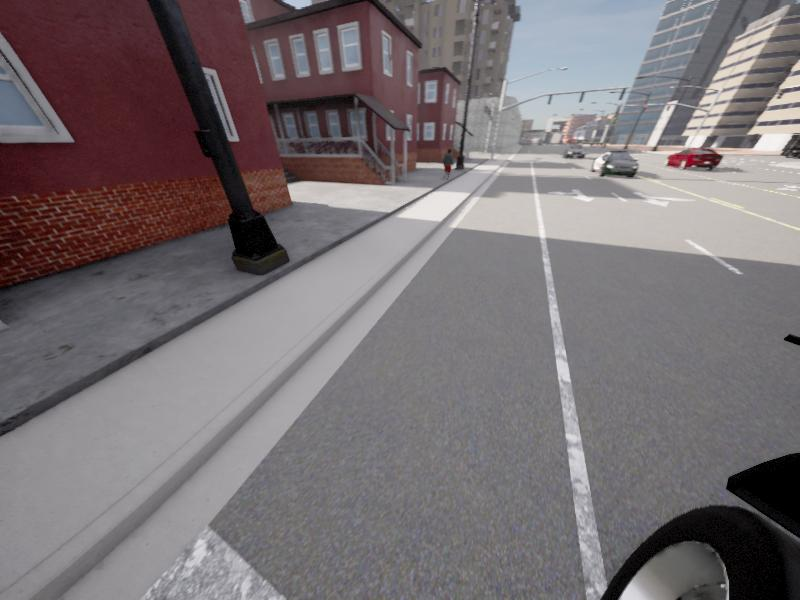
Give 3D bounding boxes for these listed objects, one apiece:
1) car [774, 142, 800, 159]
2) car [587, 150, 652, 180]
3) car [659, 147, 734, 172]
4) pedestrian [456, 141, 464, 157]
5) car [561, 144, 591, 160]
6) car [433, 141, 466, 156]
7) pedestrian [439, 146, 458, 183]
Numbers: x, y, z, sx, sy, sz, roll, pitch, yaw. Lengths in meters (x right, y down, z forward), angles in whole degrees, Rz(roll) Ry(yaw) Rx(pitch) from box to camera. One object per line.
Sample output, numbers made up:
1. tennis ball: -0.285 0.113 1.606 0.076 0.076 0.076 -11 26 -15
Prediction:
1. car: 49.470 -17.668 27.225 5.238 1.638 1.930 14 37 20
2. car: 15.894 -10.121 17.107 2.038 1.542 4.974 14 37 20
3. car: 25.164 -12.210 19.932 1.882 1.535 5.008 14 36 20
4. pedestrian: 8.524 -21.446 32.885 0.751 1.860 0.751 16 38 23
5. car: 24.022 -20.374 31.766 2.242 1.667 4.611 14 37 20
6. car: 8.412 -25.835 39.388 4.856 1.649 2.033 18 38 17
7. pedestrian: 2.936 -8.298 14.158 0.751 1.860 0.751 17 38 25
